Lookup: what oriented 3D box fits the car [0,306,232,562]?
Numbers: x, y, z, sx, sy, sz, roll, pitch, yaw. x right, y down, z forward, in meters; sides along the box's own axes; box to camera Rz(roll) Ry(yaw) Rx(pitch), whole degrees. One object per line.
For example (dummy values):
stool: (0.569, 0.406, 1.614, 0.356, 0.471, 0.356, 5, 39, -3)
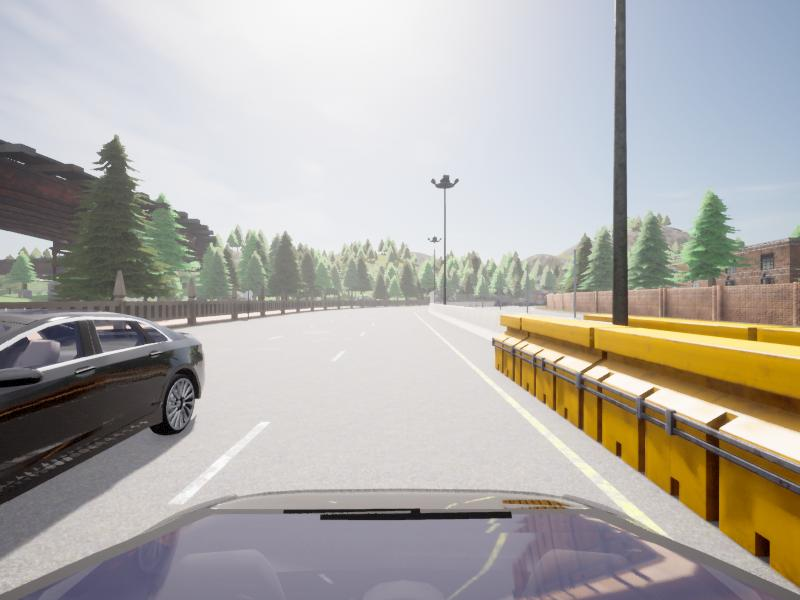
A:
car: (-3.500, 0.837, 3.363, 2.128, 1.511, 4.902, 0, 0, 0)
